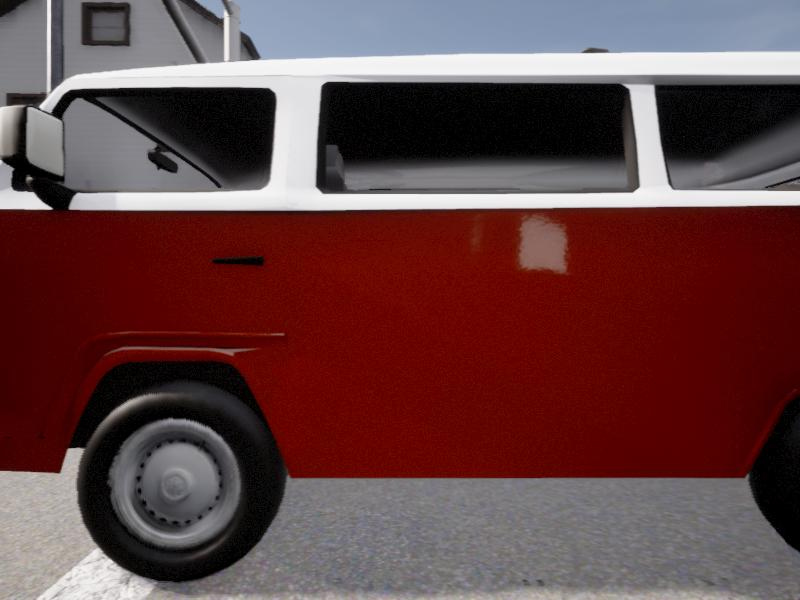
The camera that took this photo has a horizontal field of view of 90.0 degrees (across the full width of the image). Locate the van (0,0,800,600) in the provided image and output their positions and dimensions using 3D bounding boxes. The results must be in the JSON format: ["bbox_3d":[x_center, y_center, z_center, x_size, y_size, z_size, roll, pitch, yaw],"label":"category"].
[{"bbox_3d":[0.395,-0.026,2.204,4.480,2.038,2.069,0,0,0],"label":"van"}]

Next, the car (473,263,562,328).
[{"bbox_3d":[4.674,-0.385,16.954,2.033,1.411,5.357,0,15,-2],"label":"car"}]

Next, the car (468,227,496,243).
[{"bbox_3d":[7.895,-6.271,38.899,1.816,1.474,4.193,0,8,0],"label":"car"}]
